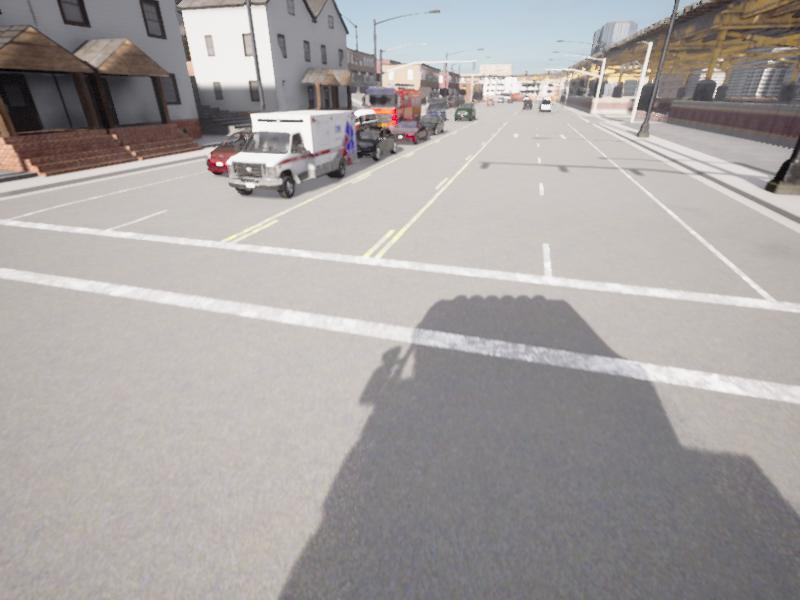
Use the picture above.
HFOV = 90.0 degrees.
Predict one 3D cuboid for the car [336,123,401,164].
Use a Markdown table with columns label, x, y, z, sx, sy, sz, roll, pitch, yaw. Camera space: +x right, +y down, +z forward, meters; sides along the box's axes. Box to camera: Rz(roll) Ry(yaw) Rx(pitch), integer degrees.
| label | x | y | z | sx | sy | sz | roll | pitch | yaw |
| --- | --- | --- | --- | --- | --- | --- | --- | --- | --- |
| car | -1.532 | -8.526 | 21.551 | 1.837 | 1.490 | 4.892 | 8 | 28 | 15 |

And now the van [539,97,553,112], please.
| label | x | y | z | sx | sy | sz | roll | pitch | yaw |
| --- | --- | --- | --- | --- | --- | --- | --- | --- | --- |
| van | 28.516 | -38.264 | 78.302 | 1.988 | 2.561 | 5.915 | 8 | 28 | 15 |

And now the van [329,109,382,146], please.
| label | x | y | z | sx | sy | sz | roll | pitch | yaw |
| --- | --- | --- | --- | --- | --- | --- | --- | --- | --- |
| van | -2.954 | -12.190 | 28.074 | 2.069 | 2.038 | 4.480 | 8 | 28 | 15 |

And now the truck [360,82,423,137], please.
| label | x | y | z | sx | sy | sz | roll | pitch | yaw |
| --- | --- | --- | --- | --- | --- | --- | --- | --- | --- |
| truck | -0.469 | -16.806 | 35.097 | 2.891 | 3.827 | 8.468 | 8 | 28 | 15 |

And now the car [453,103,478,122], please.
| label | x | y | z | sx | sy | sz | roll | pitch | yaw |
| --- | --- | --- | --- | --- | --- | --- | --- | --- | --- |
| car | 8.383 | -23.983 | 51.024 | 2.150 | 2.045 | 5.566 | 8 | 28 | 15 |

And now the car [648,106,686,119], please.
| label | x | y | z | sx | sy | sz | roll | pitch | yaw |
| --- | --- | --- | --- | --- | --- | --- | --- | --- | --- |
| car | 37.869 | -26.671 | 56.827 | 4.974 | 1.542 | 2.038 | -15 | 31 | -26 |

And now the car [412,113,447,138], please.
| label | x | y | z | sx | sy | sz | roll | pitch | yaw |
| --- | --- | --- | --- | --- | --- | --- | --- | --- | --- |
| car | 2.517 | -14.739 | 33.635 | 1.837 | 1.490 | 4.892 | 8 | 29 | 15 |

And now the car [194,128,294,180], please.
| label | x | y | z | sx | sy | sz | roll | pitch | yaw |
| --- | --- | --- | --- | --- | --- | --- | --- | --- | --- |
| car | -6.567 | -6.467 | 17.411 | 1.851 | 1.617 | 3.988 | 8 | 28 | 15 |

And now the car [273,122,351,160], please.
| label | x | y | z | sx | sy | sz | roll | pitch | yaw |
| --- | --- | --- | --- | --- | --- | --- | --- | --- | --- |
| car | -4.787 | -9.137 | 22.711 | 2.128 | 1.511 | 4.902 | 8 | 28 | 15 |

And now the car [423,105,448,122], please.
| label | x | y | z | sx | sy | sz | roll | pitch | yaw |
| --- | --- | --- | --- | --- | --- | --- | --- | --- | --- |
| car | 4.536 | -23.573 | 50.500 | 2.097 | 1.767 | 4.553 | 8 | 28 | 15 |

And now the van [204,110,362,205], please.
| label | x | y | z | sx | sy | sz | roll | pitch | yaw |
| --- | --- | --- | --- | --- | --- | --- | --- | --- | --- |
| van | -3.738 | -5.567 | 14.773 | 2.351 | 2.431 | 6.366 | 8 | 28 | 15 |

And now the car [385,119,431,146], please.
| label | x | y | z | sx | sy | sz | roll | pitch | yaw |
| --- | --- | --- | --- | --- | --- | --- | --- | --- | --- |
| car | 0.651 | -11.786 | 28.032 | 1.994 | 1.385 | 4.181 | 9 | 28 | 16 |
